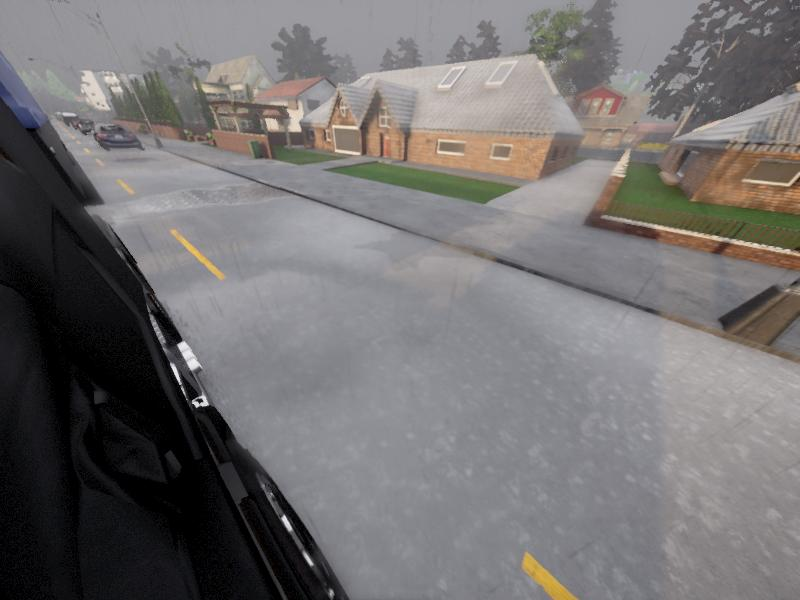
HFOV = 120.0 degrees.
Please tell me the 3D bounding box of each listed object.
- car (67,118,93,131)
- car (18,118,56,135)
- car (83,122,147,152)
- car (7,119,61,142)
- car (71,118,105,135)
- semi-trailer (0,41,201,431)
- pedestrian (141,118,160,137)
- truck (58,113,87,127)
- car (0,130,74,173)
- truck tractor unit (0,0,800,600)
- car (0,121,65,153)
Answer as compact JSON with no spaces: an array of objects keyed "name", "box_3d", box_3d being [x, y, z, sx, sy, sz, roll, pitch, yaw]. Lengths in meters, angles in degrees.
[{"name":"car","box_3d":[-51.459,-28.250,37.155,4.193,1.474,1.816,28,43,30]},{"name":"car","box_3d":[-42.247,-20.238,26.958,4.193,1.474,1.816,28,43,30]},{"name":"car","box_3d":[-22.406,-12.871,18.163,4.611,1.667,2.242,28,43,30]},{"name":"car","box_3d":[-33.786,-15.759,21.428,4.514,1.525,2.007,28,44,30]},{"name":"car","box_3d":[-40.336,-22.389,29.871,3.988,1.617,1.851,28,43,30]},{"name":"semi-trailer","box_3d":[-8.688,-3.601,4.254,14.254,4.402,2.717,28,43,30]},{"name":"pedestrian","box_3d":[-30.764,-21.247,28.531,0.751,1.860,0.751,25,42,27]},{"name":"truck","box_3d":[-64.668,-35.536,45.589,6.274,2.098,2.390,28,43,30]},{"name":"car","box_3d":[-18.154,-7.374,11.285,4.181,1.385,1.994,28,43,30]},{"name":"truck tractor unit","box_3d":[-2.645,-0.295,0.351,6.516,4.208,3.053,28,44,30]},{"name":"car","box_3d":[-25.732,-11.472,16.179,4.514,1.525,2.007,28,43,30]}]
